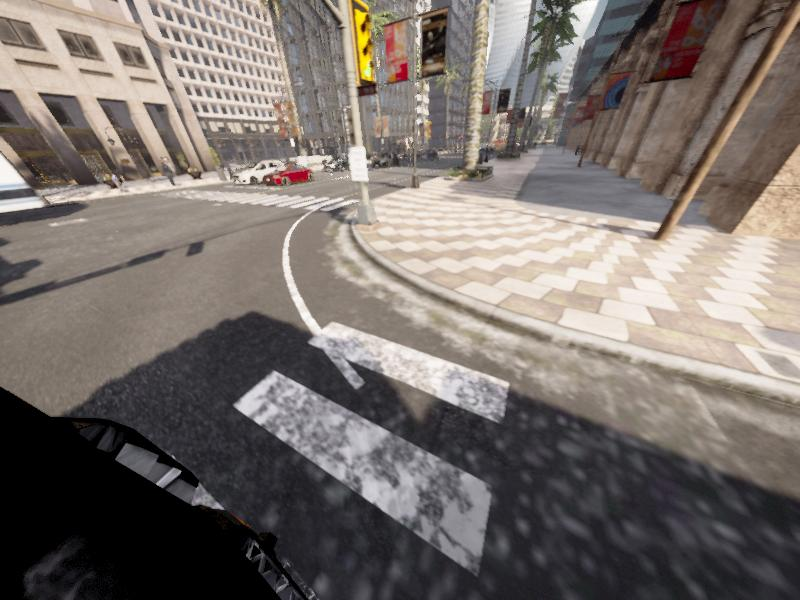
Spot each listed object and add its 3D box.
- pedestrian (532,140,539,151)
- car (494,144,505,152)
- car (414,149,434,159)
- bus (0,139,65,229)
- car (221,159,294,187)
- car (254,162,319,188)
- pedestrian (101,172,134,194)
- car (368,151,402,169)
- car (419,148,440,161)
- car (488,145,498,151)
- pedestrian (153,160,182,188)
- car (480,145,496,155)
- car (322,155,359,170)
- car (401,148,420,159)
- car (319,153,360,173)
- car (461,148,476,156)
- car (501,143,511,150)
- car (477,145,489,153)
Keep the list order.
[{"bbox_3d":[29.440,-33.550,50.228,0.751,1.860,0.751,15,37,24],"label":"pedestrian"},{"bbox_3d":[26.429,-40.456,61.425,1.801,1.575,5.366,14,37,24],"label":"car"},{"bbox_3d":[4.848,-29.300,46.314,2.038,1.542,4.974,14,37,24],"label":"car"},{"bbox_3d":[-20.178,-3.502,6.907,3.944,4.253,10.273,15,37,24],"label":"bus"},{"bbox_3d":[-12.146,-11.122,20.105,2.242,1.667,4.611,15,37,24],"label":"car"},{"bbox_3d":[-9.027,-10.221,18.783,1.994,1.385,4.181,15,38,24],"label":"car"},{"bbox_3d":[-20.489,-8.488,16.787,0.751,1.300,0.751,-1,34,3],"label":"pedestrian"},{"bbox_3d":[-1.801,-18.102,29.827,2.242,1.667,4.611,15,37,24],"label":"car"},{"bbox_3d":[5.184,-25.562,40.569,2.033,1.649,4.856,15,37,24],"label":"car"},{"bbox_3d":[28.661,-46.985,71.334,1.895,1.301,4.718,14,37,24],"label":"car"},{"bbox_3d":[-18.994,-10.307,18.905,0.751,1.860,0.751,-15,35,-17],"label":"pedestrian"},{"bbox_3d":[18.956,-32.210,49.639,2.128,1.511,4.902,14,37,24],"label":"car"},{"bbox_3d":[-8.143,-19.074,31.948,2.163,1.488,4.792,14,37,24],"label":"car"},{"bbox_3d":[2.251,-30.267,47.731,2.185,1.767,4.553,14,37,24],"label":"car"},{"bbox_3d":[-7.122,-16.561,27.799,2.097,1.767,4.553,15,37,24],"label":"car"},{"bbox_3d":[14.764,-31.713,49.404,1.895,1.301,4.718,14,37,24],"label":"car"},{"bbox_3d":[32.819,-47.573,71.467,2.097,1.767,4.553,14,37,24],"label":"car"},{"bbox_3d":[21.737,-39.467,60.343,2.038,1.542,4.974,14,37,24],"label":"car"}]
